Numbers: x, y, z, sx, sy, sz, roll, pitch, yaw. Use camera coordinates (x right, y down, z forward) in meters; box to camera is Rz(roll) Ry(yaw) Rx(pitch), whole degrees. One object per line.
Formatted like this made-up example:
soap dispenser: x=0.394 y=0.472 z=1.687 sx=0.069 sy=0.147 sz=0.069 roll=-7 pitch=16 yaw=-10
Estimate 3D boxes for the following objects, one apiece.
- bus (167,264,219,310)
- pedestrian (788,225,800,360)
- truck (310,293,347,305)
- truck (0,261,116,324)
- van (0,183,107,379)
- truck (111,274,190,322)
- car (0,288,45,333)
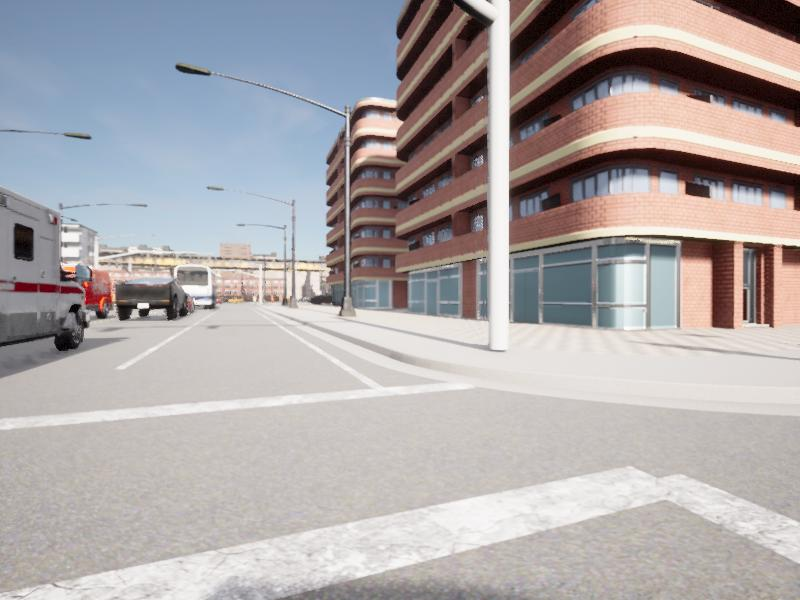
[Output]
bus: x=-21.446 y=-1.192 z=42.065 sx=3.944 sy=4.253 sz=10.273 roll=0 pitch=0 yaw=-22
pedestrian: x=5.802 y=-0.103 z=5.283 sx=0.751 sy=1.860 sz=0.751 roll=0 pitch=0 yaw=23
truck: x=-12.904 y=-0.251 z=72.222 sx=6.274 sy=2.098 sz=2.390 roll=-1 pitch=0 yaw=-21
truck: x=-15.467 y=-0.283 z=18.530 sx=2.627 sy=2.467 sz=5.204 roll=0 pitch=0 yaw=-22
van: x=-6.324 y=-0.239 z=5.269 sx=2.351 sy=2.431 sz=6.366 roll=0 pitch=0 yaw=-21
truck: x=-12.610 y=-0.092 z=20.722 sx=2.390 sy=2.098 sz=6.274 roll=0 pitch=0 yaw=-22
car: x=-12.702 y=0.312 z=11.770 sx=1.895 sy=1.301 sz=4.718 roll=0 pitch=0 yaw=-22
